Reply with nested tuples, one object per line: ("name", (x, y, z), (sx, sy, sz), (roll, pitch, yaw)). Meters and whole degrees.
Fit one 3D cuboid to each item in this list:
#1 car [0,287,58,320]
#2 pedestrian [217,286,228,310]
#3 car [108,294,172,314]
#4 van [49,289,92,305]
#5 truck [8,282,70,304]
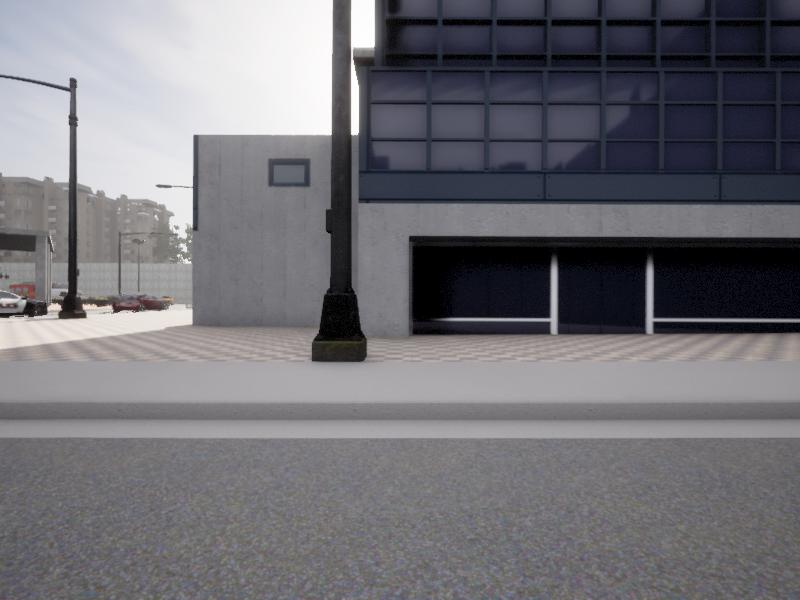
("car", (-19.452, 0.167, 19.047), (2.038, 1.542, 4.974), (0, 0, 1))
("pedestrian", (-14.418, -0.151, 32.420), (0.751, 1.860, 0.751), (0, 0, -28))
("car", (-19.308, 0.245, 29.971), (1.994, 1.385, 4.181), (0, 0, 2))
("van", (-54.351, -0.546, 66.080), (5.915, 2.561, 1.988), (0, 0, 8))
("truck", (-63.288, -1.215, 70.258), (8.468, 3.827, 2.891), (0, 0, 2))
